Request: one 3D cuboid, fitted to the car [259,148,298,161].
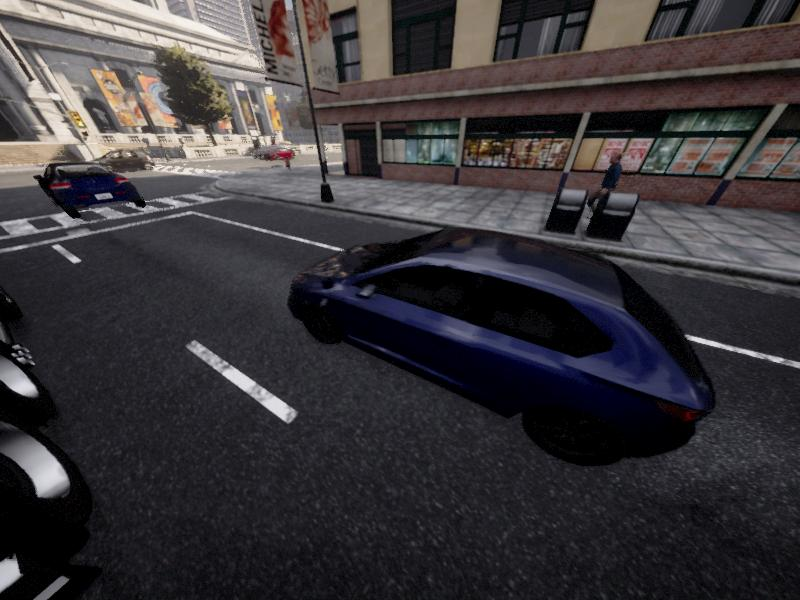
[{"bbox_3d":[-16.586,-20.076,31.770,1.994,1.385,4.181,18,39,24],"label":"car"}]

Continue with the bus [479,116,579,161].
[{"bbox_3d":[16.451,-21.114,30.472,10.273,4.253,3.944,18,39,24],"label":"bus"}]

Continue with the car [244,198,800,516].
[{"bbox_3d":[0.532,-0.056,2.784,4.193,1.474,1.816,18,39,24],"label":"car"}]

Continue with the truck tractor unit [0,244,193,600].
[{"bbox_3d":[-5.077,-0.334,0.824,6.516,4.208,3.053,20,40,26],"label":"truck tractor unit"}]

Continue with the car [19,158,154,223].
[{"bbox_3d":[-12.659,-4.633,9.337,5.027,1.651,2.152,21,40,28],"label":"car"}]

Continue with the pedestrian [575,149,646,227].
[{"bbox_3d":[5.835,-3.172,6.570,0.751,1.860,0.751,16,38,22],"label":"pedestrian"}]

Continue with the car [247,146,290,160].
[{"bbox_3d":[-19.149,-21.573,33.818,2.128,1.511,4.902,18,39,24],"label":"car"}]

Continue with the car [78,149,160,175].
[{"bbox_3d":[-24.573,-12.247,20.384,1.851,1.617,3.988,18,39,24],"label":"car"}]

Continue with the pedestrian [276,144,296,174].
[{"bbox_3d":[-8.405,-10.437,17.120,0.751,1.860,0.751,-21,40,-27],"label":"pedestrian"}]
